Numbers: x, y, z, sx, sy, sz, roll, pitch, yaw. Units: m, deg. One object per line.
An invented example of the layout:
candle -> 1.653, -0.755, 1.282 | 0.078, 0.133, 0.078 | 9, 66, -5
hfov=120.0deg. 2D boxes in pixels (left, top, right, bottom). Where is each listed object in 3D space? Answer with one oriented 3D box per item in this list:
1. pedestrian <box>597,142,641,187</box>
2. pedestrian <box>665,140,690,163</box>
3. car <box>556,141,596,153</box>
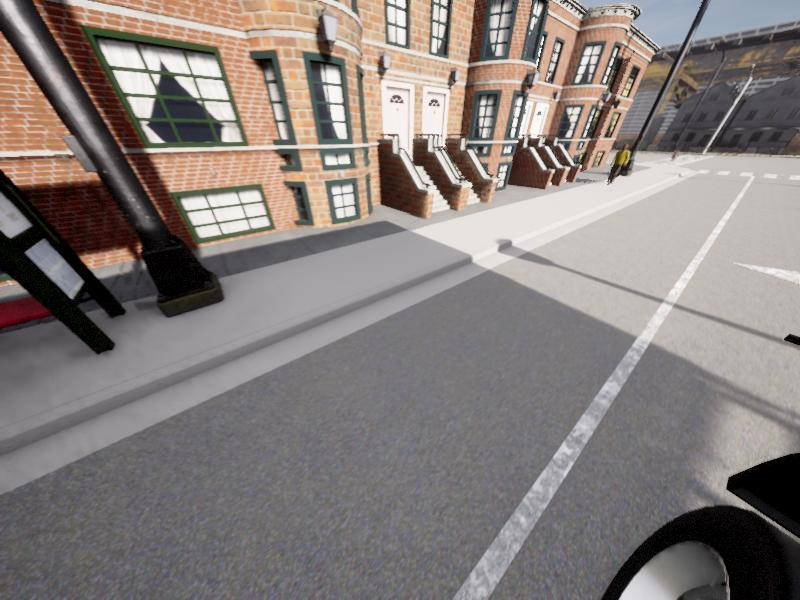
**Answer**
pedestrian -> 10.806, -6.724, 11.463 | 0.751, 1.860, 0.751 | -21, 40, -26
pedestrian -> 27.185, -14.509, 22.644 | 0.751, 1.860, 0.751 | -27, 43, -32
car -> 29.728, -26.018, 39.212 | 2.242, 1.667, 4.611 | -23, 41, -29
